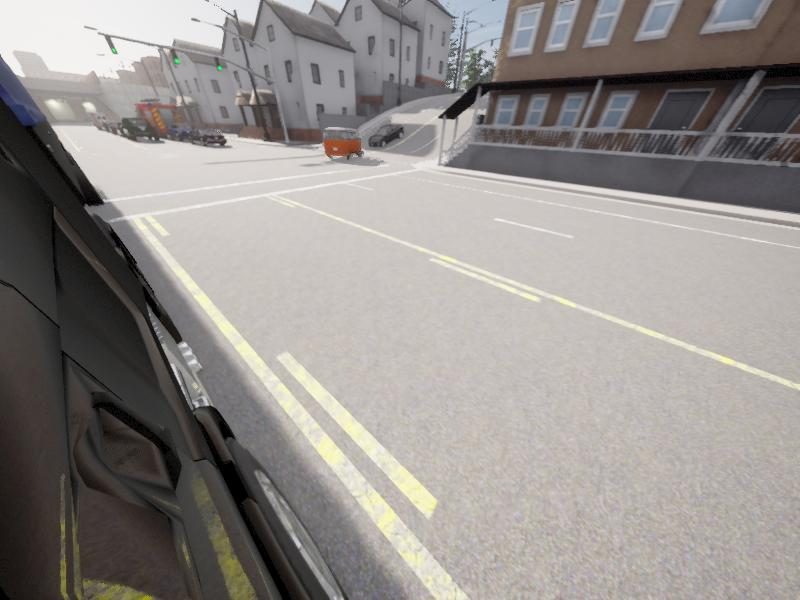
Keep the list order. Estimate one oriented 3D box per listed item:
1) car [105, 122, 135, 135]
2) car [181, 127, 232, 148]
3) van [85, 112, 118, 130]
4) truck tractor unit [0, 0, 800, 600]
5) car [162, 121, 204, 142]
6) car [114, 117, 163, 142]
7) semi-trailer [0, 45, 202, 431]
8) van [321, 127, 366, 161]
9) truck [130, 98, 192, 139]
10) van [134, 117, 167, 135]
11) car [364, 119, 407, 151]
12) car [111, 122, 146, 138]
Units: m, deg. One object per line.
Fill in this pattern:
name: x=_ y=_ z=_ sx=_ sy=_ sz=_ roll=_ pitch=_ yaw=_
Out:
car: x=-39.596 y=-24.232 z=32.641 sx=4.181 sy=1.385 sz=1.994 roll=29 pitch=45 yaw=31
car: x=-19.426 y=-16.306 z=23.146 sx=5.357 sy=1.411 sz=2.033 roll=26 pitch=43 yaw=28
van: x=-53.663 y=-32.150 z=41.563 sx=6.366 sy=2.431 sz=2.351 roll=28 pitch=44 yaw=30
truck tractor unit: x=-2.645 y=-0.295 z=0.351 sx=6.516 sy=4.208 sz=3.053 roll=28 pitch=44 yaw=30
car: x=-25.041 y=-19.434 z=26.673 sx=4.553 sy=1.767 sz=2.097 roll=28 pitch=44 yaw=30
car: x=-28.723 y=-18.746 z=25.352 sx=5.566 sy=2.045 sz=2.150 roll=28 pitch=44 yaw=30
semi-trailer: x=-8.705 y=-3.581 z=4.247 sx=14.254 sy=4.402 sz=2.717 roll=28 pitch=44 yaw=30
van: x=-4.301 y=-12.456 z=18.396 sx=1.775 sy=1.987 sz=4.442 roll=7 pitch=36 yaw=7
truck: x=-31.078 y=-23.474 z=30.040 sx=8.468 sy=3.827 sz=2.891 roll=28 pitch=44 yaw=30
van: x=-37.781 y=-26.303 z=34.935 sx=4.480 sy=2.038 sz=2.069 roll=28 pitch=44 yaw=30
car: x=-1.534 y=-18.844 z=26.281 sx=1.882 sy=1.535 sz=5.008 roll=27 pitch=59 yaw=29
car: x=-34.365 y=-21.518 z=29.202 sx=4.892 sy=1.490 sz=1.837 roll=28 pitch=44 yaw=30
